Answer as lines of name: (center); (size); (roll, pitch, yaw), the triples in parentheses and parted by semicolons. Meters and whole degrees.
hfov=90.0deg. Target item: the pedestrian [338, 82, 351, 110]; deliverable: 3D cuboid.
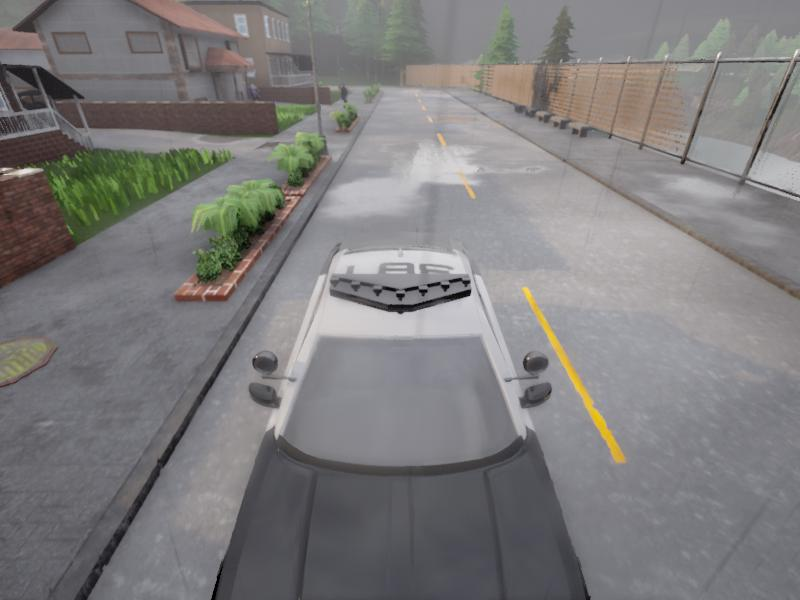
pedestrian: (-4.205, -15.488, 30.384); (0.751, 1.860, 0.751); (0, 30, 1)

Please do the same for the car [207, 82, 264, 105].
car: (-13.263, -16.736, 32.404); (3.633, 1.501, 1.845); (0, 30, 0)

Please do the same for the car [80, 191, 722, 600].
car: (0.003, 0.604, 3.352); (1.930, 1.638, 5.238); (0, 30, 0)

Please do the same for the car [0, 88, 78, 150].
car: (-15.526, -7.311, 15.967); (1.905, 1.878, 3.866); (0, 30, 0)
